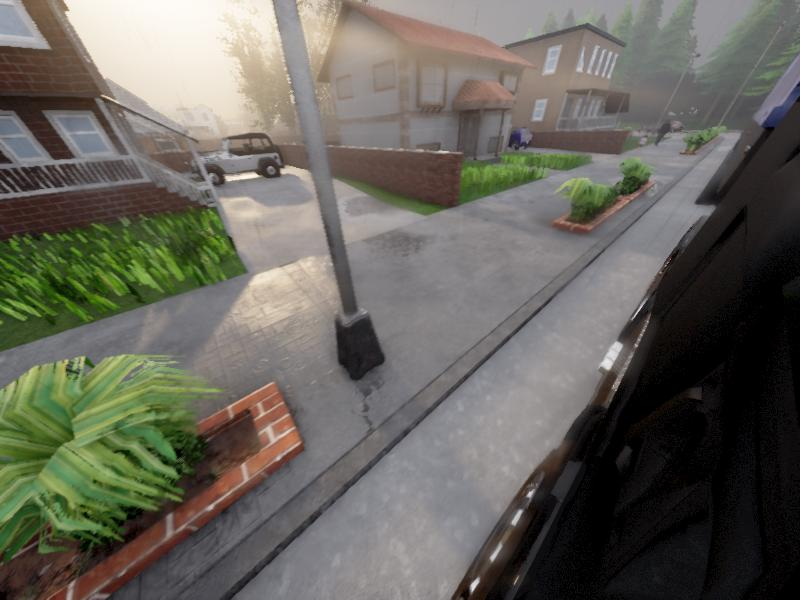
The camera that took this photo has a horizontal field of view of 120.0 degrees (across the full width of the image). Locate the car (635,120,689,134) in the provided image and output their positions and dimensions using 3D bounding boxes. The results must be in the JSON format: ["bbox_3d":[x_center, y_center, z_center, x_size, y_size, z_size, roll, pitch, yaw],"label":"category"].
[{"bbox_3d":[38.244,-25.300,33.869,2.163,1.488,4.792,-26,43,-28],"label":"car"}]

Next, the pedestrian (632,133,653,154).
[{"bbox_3d":[16.549,-10.692,15.783,0.500,1.100,0.500,-28,44,-30],"label":"pedestrian"}]

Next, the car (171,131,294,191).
[{"bbox_3d":[-7.396,-6.440,10.528,3.866,1.878,1.905,-28,44,-30],"label":"car"}]

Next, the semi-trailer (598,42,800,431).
[{"bbox_3d":[8.688,-3.604,4.249,14.254,4.402,2.717,-28,44,-30],"label":"semi-trailer"}]

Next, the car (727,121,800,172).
[{"bbox_3d":[18.771,-7.829,11.602,5.238,1.638,1.930,-28,44,-29],"label":"car"}]

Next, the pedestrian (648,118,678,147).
[{"bbox_3d":[20.939,-13.338,18.418,0.751,1.860,0.751,-28,44,-30],"label":"pedestrian"}]

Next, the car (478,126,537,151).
[{"bbox_3d":[8.560,-13.039,18.652,1.845,1.501,3.633,-28,44,-30],"label":"car"}]

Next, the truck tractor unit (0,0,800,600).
[{"bbox_3d":[2.645,-0.295,0.351,6.516,4.208,3.053,-28,44,-30],"label":"truck tractor unit"}]
